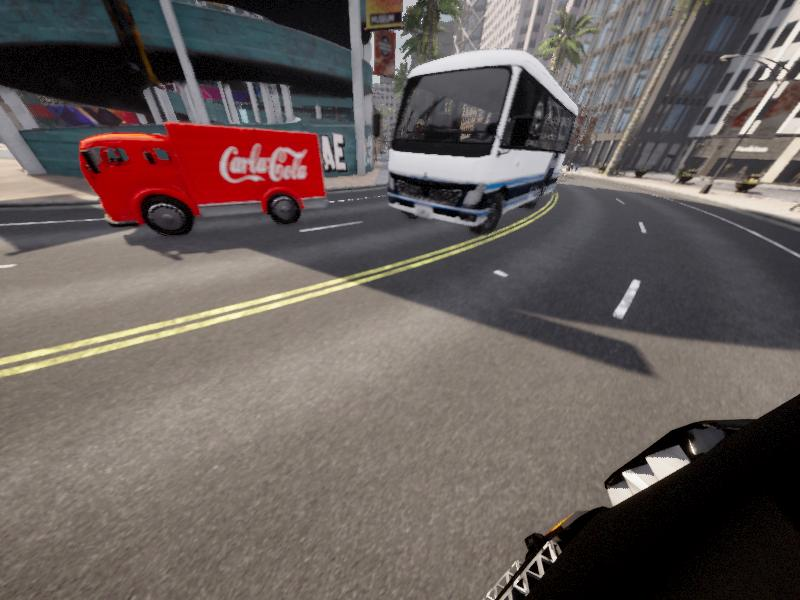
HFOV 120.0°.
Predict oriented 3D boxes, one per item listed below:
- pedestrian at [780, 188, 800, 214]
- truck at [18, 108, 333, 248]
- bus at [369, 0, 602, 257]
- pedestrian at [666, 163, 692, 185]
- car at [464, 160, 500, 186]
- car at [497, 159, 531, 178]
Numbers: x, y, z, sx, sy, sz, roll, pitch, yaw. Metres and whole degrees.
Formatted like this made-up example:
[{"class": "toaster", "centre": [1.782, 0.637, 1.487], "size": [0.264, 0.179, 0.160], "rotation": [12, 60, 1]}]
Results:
[{"class": "pedestrian", "centre": [21.008, -5.405, 11.722], "size": [0.751, 1.860, 0.751], "rotation": [21, 37, 25]}, {"class": "truck", "centre": [-5.116, -3.581, 6.749], "size": [5.204, 2.467, 2.627], "rotation": [-19, 40, -30]}, {"class": "bus", "centre": [3.964, -5.654, 8.960], "size": [3.944, 4.253, 10.273], "rotation": [27, 40, 31]}, {"class": "pedestrian", "centre": [28.048, -12.699, 23.277], "size": [0.751, 1.860, 0.751], "rotation": [16, 36, 20]}, {"class": "car", "centre": [7.059, -10.914, 19.622], "size": [2.128, 1.511, 4.902], "rotation": [14, 35, 17]}, {"class": "car", "centre": [12.898, -15.140, 26.437], "size": [2.007, 1.525, 4.514], "rotation": [6, 34, 5]}]
